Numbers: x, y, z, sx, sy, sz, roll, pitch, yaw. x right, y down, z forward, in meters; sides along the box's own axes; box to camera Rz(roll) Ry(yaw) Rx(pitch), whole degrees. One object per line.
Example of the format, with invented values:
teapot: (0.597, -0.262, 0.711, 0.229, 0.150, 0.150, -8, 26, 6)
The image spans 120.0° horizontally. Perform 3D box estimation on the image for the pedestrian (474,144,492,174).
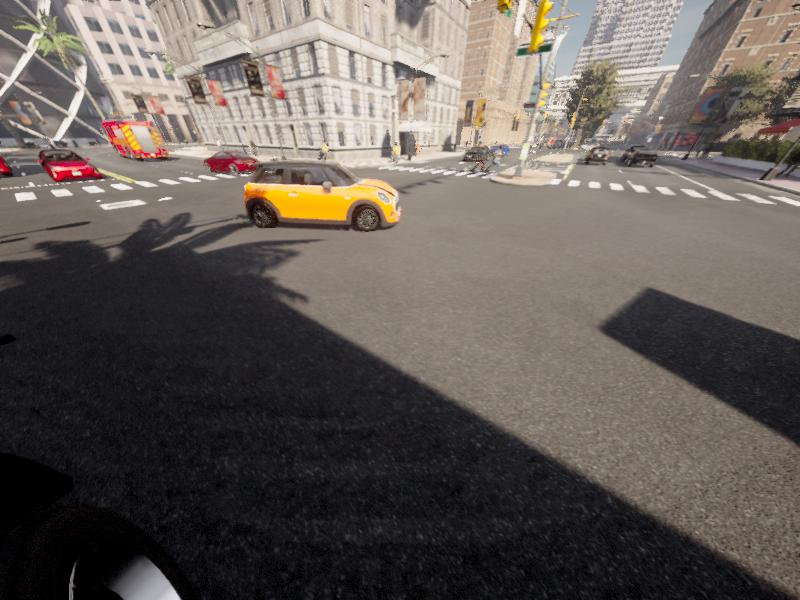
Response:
pedestrian: (6.116, -10.418, 17.073, 0.751, 1.860, 0.751, 22, 41, 28)

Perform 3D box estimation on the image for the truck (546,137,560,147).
truck: (49.339, -50.987, 74.504, 2.627, 2.467, 5.204, 22, 40, 27)

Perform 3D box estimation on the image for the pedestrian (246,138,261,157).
pedestrian: (-17.759, -18.536, 28.073, 0.751, 1.860, 0.751, 21, 40, 27)

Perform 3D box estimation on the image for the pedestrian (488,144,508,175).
pedestrian: (7.143, -10.307, 16.926, 0.751, 1.860, 0.751, 24, 41, 29)

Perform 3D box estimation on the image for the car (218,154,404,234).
car: (-2.242, -3.329, 7.042, 4.553, 1.767, 2.097, 3, 35, 4)

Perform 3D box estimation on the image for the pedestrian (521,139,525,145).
pedestrian: (41.852, -53.667, 78.451, 0.751, 1.860, 0.751, 19, 39, 24)

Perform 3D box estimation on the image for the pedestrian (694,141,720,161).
pedestrian: (35.256, -17.086, 26.550, 0.751, 1.860, 0.751, 11, 37, 15)

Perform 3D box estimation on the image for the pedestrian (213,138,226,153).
pedestrian: (-26.365, -22.603, 33.749, 0.751, 1.860, 0.751, 22, 41, 28)

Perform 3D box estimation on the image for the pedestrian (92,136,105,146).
pedestrian: (-68.164, -35.951, 52.243, 0.751, 1.860, 0.751, -3, 35, -4)

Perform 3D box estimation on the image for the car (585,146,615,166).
car: (20.660, -14.966, 23.971, 1.789, 1.549, 3.705, 22, 41, 27)

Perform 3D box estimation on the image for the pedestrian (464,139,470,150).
pedestrian: (13.410, -30.950, 45.976, 0.751, 1.860, 0.751, 15, 38, 20)

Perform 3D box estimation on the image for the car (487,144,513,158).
car: (14.341, -21.394, 33.031, 1.882, 1.535, 5.008, 22, 40, 27)

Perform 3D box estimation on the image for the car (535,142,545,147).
car: (45.482, -50.603, 74.933, 1.895, 1.301, 4.718, 22, 40, 27)

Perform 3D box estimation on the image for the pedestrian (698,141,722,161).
pedestrian: (36.330, -17.483, 27.123, 0.751, 1.860, 0.751, 23, 41, 29)

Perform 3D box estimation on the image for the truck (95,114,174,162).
truck: (-29.277, -17.756, 25.453, 8.468, 3.827, 2.891, 23, 41, 28)

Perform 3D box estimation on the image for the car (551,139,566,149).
car: (40.908, -40.210, 59.524, 2.150, 2.045, 5.566, 22, 40, 27)

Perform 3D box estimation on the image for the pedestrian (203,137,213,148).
pedestrian: (-37.882, -31.026, 45.569, 0.751, 1.860, 0.751, -15, 38, -20)

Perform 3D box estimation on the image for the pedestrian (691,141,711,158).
pedestrian: (40.443, -20.211, 31.031, 0.751, 1.860, 0.751, 23, 41, 29)

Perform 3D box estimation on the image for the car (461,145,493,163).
car: (8.951, -16.879, 26.616, 1.837, 1.490, 4.892, 22, 41, 27)

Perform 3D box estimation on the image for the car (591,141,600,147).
car: (65.248, -52.177, 77.156, 1.801, 1.575, 5.366, 22, 40, 27)

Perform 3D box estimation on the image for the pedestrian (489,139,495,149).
pedestrian: (22.691, -38.403, 56.894, 0.751, 1.860, 0.751, 18, 39, 23)

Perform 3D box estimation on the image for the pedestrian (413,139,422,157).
pedestrian: (2.232, -18.982, 28.905, 0.751, 1.860, 0.751, 20, 40, 25)

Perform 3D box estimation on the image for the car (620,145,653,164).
car: (27.426, -17.067, 26.970, 1.851, 1.617, 3.988, 22, 40, 27)

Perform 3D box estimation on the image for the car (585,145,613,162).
car: (24.155, -17.879, 28.158, 2.007, 1.525, 4.514, 22, 40, 27)

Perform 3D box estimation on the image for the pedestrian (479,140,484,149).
pedestrian: (18.687, -35.658, 52.964, 0.751, 1.860, 0.751, 19, 39, 24)

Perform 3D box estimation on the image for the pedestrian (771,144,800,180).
pedestrian: (25.084, -8.738, 14.618, 0.751, 1.860, 0.751, 24, 42, 30)

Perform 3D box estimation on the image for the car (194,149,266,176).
car: (-12.390, -10.142, 16.964, 4.181, 1.385, 1.994, 14, 38, 19)

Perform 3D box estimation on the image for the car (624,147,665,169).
car: (23.821, -14.015, 22.707, 1.837, 1.490, 4.892, 22, 40, 27)

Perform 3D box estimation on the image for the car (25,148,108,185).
car: (-20.096, -8.146, 13.922, 4.514, 1.525, 2.007, 22, 41, 28)

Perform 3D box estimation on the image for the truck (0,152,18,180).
truck: (-27.997, -9.850, 14.263, 8.468, 3.827, 2.891, 22, 41, 28)

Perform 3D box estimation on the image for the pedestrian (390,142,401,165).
pedestrian: (-0.405, -13.995, 22.068, 0.751, 1.860, 0.751, 30, 44, 35)

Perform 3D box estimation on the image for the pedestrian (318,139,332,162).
pedestrian: (-7.461, -14.828, 22.922, 0.751, 1.860, 0.751, -25, 43, -31)
